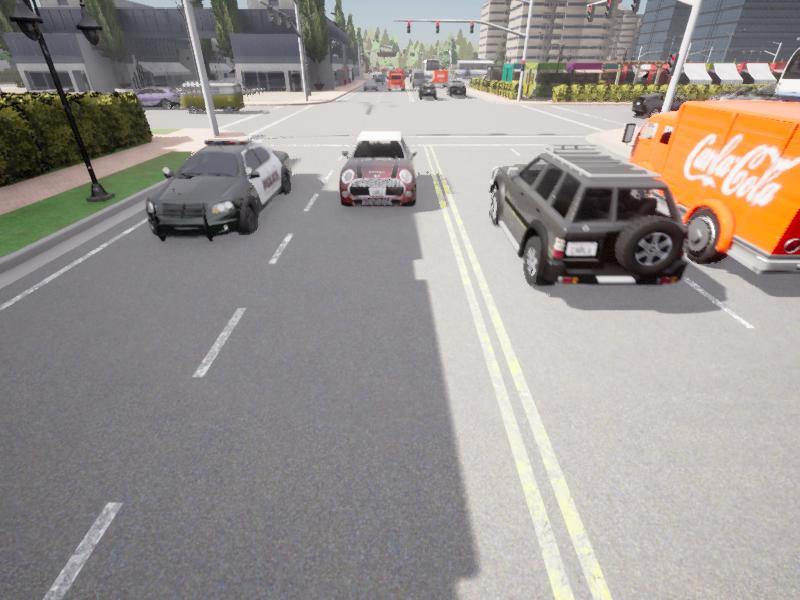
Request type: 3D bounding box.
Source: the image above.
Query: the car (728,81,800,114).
[{"bbox_3d":[28.623,-15.273,30.134,5.566,2.045,2.150,-1,30,-1],"label":"car"}]

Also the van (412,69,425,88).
[{"bbox_3d":[2.991,-36.541,65.998,1.988,2.561,5.915,0,30,0],"label":"van"}]

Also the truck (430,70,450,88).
[{"bbox_3d":[6.493,-36.328,65.741,2.627,2.467,5.204,0,30,0],"label":"truck"}]

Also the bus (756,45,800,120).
[{"bbox_3d":[31.344,-14.555,26.716,10.273,4.253,3.944,-1,30,-1],"label":"bus"}]

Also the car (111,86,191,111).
[{"bbox_3d":[-19.912,-16.260,32.222,4.856,1.649,2.033,-1,30,-2],"label":"car"}]

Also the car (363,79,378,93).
[{"bbox_3d":[-4.010,-29.505,55.077,1.812,1.442,4.674,0,30,0],"label":"car"}]

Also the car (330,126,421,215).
[{"bbox_3d":[-0.535,-3.618,10.740,1.970,1.475,3.806,0,30,0],"label":"car"}]

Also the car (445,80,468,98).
[{"bbox_3d":[6.478,-24.456,46.247,1.930,1.638,5.238,0,30,0],"label":"car"}]

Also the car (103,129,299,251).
[{"bbox_3d":[-4.037,-2.836,9.353,2.038,1.542,4.974,0,30,0],"label":"car"}]

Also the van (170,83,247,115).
[{"bbox_3d":[-13.890,-14.791,29.358,4.442,1.987,1.775,-1,30,-3],"label":"van"}]

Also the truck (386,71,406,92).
[{"bbox_3d":[-0.517,-30.389,55.574,2.627,2.467,5.204,0,30,0],"label":"truck"}]

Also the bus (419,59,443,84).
[{"bbox_3d":[6.371,-48.165,84.227,3.944,4.253,10.273,0,30,0],"label":"bus"}]

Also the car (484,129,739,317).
[{"bbox_3d":[2.964,-1.722,7.095,1.932,1.855,4.605,0,30,0],"label":"car"}]

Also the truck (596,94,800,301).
[{"bbox_3d":[6.464,-2.378,7.651,2.627,2.467,5.204,0,31,0],"label":"truck"}]

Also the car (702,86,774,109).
[{"bbox_3d":[28.012,-16.842,33.256,3.988,1.617,1.851,-1,30,-1],"label":"car"}]

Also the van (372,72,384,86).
[{"bbox_3d":[-4.011,-40.519,73.346,2.069,2.038,4.480,0,30,0],"label":"van"}]

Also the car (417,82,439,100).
[{"bbox_3d":[2.977,-22.692,43.341,2.007,1.525,4.514,0,30,0],"label":"car"}]

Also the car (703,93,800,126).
[{"bbox_3d":[21.723,-11.480,24.039,5.238,1.638,1.930,-1,30,-1],"label":"car"}]

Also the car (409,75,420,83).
[{"bbox_3d":[2.991,-46.852,84.775,2.128,1.511,4.902,0,30,0],"label":"car"}]

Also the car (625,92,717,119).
[{"bbox_3d":[18.153,-13.152,27.015,4.514,1.525,2.007,-1,30,-1],"label":"car"}]
